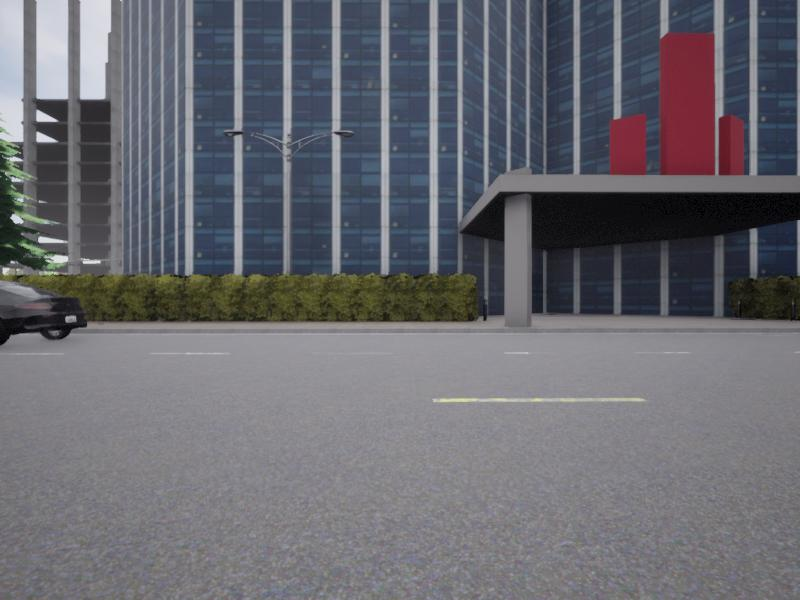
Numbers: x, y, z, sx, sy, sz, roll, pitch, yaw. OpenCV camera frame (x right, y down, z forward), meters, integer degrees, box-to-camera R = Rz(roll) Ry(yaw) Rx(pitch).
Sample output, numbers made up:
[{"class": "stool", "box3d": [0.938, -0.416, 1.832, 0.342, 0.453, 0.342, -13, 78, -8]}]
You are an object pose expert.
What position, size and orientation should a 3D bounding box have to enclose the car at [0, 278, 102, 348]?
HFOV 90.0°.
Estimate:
[{"class": "car", "box3d": [-9.786, 0.270, 9.076, 4.674, 1.442, 1.812, 0, 0, -1]}]
